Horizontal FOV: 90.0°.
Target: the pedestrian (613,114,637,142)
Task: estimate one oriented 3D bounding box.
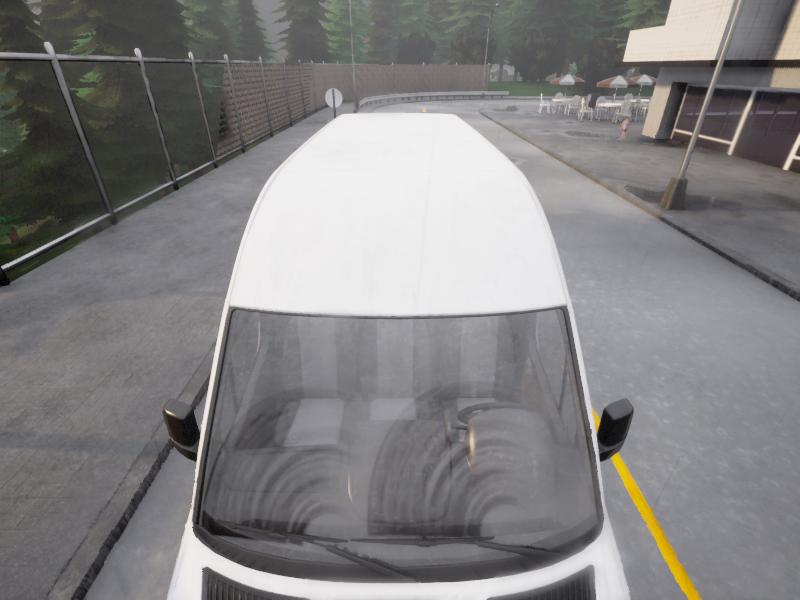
[{"bbox_3d":[9.970,-7.634,17.752,0.500,1.100,0.500,1,30,2],"label":"pedestrian"}]

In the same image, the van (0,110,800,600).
[{"bbox_3d":[-0.017,0.047,3.433,1.988,2.561,5.915,0,30,0],"label":"van"}]
